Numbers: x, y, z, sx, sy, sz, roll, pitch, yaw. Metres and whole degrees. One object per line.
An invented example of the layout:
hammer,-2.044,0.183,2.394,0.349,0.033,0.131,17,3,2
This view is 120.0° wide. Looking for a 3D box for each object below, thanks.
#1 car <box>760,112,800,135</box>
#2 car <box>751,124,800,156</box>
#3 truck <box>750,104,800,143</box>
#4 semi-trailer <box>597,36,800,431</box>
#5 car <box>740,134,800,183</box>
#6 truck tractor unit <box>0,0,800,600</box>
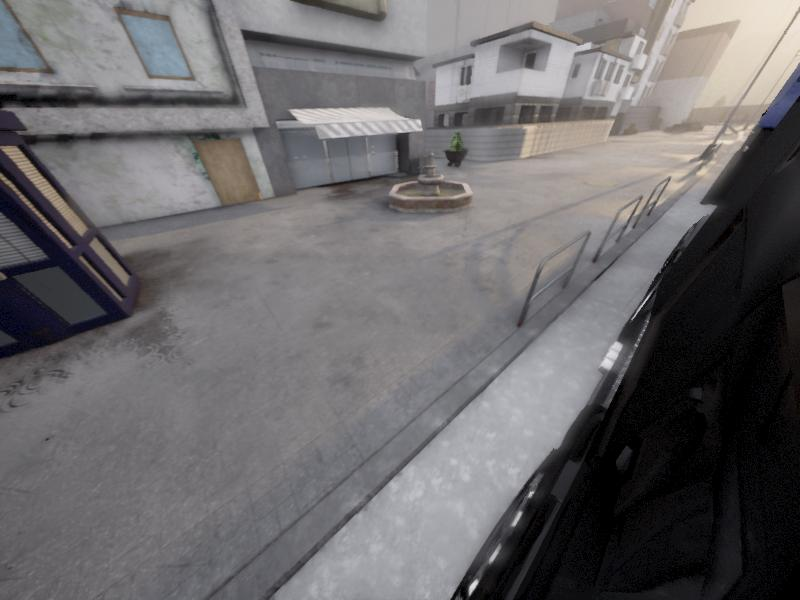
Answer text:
car,43.046,-19.927,26.046,3.866,1.878,1.905,-27,43,-29
car,24.533,-10.216,14.644,4.181,1.385,1.994,-27,43,-29
truck,33.100,-15.062,19.670,5.204,2.467,2.627,-27,43,-29
semi-trailer,8.737,-3.575,4.194,14.254,4.402,2.717,-28,43,-29
car,16.242,-5.955,9.530,4.718,1.301,1.895,-27,43,-29
truck tractor unit,2.645,-0.295,0.352,6.516,4.208,3.053,-28,44,-30
